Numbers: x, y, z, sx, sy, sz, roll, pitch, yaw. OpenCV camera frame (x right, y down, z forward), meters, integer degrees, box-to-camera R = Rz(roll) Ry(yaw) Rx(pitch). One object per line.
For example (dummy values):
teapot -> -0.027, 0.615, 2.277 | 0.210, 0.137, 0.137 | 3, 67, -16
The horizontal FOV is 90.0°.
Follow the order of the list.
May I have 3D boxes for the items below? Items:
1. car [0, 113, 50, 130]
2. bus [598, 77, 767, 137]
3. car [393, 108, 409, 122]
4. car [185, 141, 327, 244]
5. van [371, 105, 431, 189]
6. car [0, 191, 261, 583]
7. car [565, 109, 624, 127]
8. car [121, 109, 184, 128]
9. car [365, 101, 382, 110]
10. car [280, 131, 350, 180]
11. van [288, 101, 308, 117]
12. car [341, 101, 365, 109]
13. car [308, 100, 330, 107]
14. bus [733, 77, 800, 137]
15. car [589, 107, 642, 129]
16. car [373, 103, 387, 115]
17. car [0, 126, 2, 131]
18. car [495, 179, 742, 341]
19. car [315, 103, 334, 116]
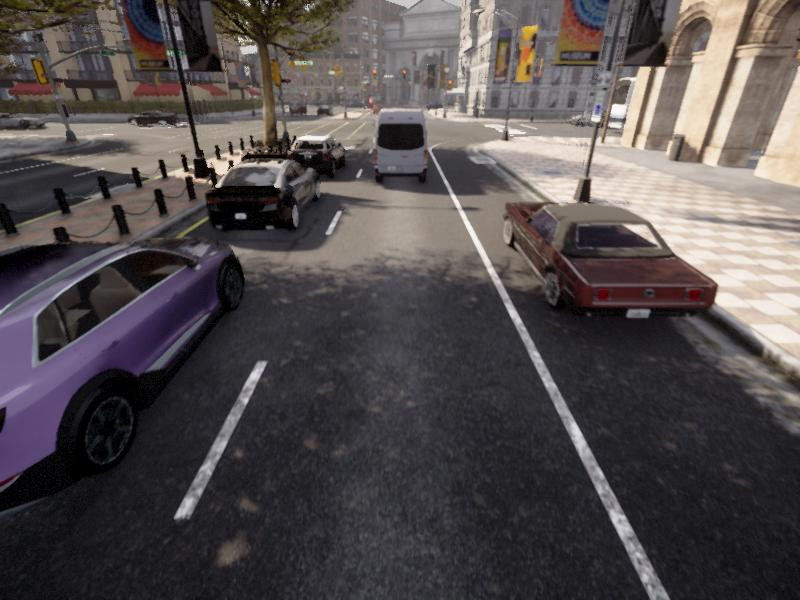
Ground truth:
car -> -35.613, -16.475, 36.819 | 4.718, 1.301, 1.895 | 0, 27, 0
bus -> 23.101, -16.206, 33.565 | 10.273, 4.253, 3.944 | 1, 27, 1
car -> 0.085, -23.427, 50.590 | 1.895, 1.301, 4.718 | 0, 27, 0
car -> -3.478, -3.194, 10.971 | 1.930, 1.638, 5.238 | 0, 27, 0
van -> 0.037, -6.512, 16.452 | 1.988, 2.561, 5.915 | 0, 27, 0
car -> -3.488, 0.121, 4.560 | 2.033, 1.649, 4.856 | 0, 27, 0
car -> 20.965, -19.745, 43.273 | 5.027, 1.651, 2.152 | 0, 27, 0
car -> -24.510, -18.059, 39.768 | 4.892, 1.490, 1.837 | 2, 27, 2
car -> -5.769, -42.687, 87.613 | 1.851, 1.617, 3.988 | -16, 32, -29
car -> -3.464, -6.249, 17.071 | 1.970, 1.475, 3.806 | 1, 27, 2
van -> -14.902, -28.087, 58.742 | 1.775, 1.987, 4.442 | 0, 27, 0
car -> -10.640, -44.376, 90.977 | 2.033, 1.411, 5.357 | 23, 35, 36
car -> -19.817, -48.103, 98.020 | 4.892, 1.490, 1.837 | 1, 27, 2
bus -> 35.248, -16.103, 33.466 | 10.273, 4.253, 3.944 | 0, 27, 0
car -> 21.527, -18.261, 40.109 | 3.866, 1.878, 1.905 | 0, 27, -1
car -> -3.389, -32.500, 68.096 | 2.152, 1.651, 5.027 | 0, 27, 0
car -> -37.300, -14.999, 33.635 | 5.366, 1.575, 1.801 | 0, 27, 0
car -> 3.264, -1.091, 7.317 | 1.895, 1.301, 4.718 | 0, 27, 0
car -> -11.398, -29.010, 60.937 | 1.930, 1.638, 5.238 | 0, 27, 0
